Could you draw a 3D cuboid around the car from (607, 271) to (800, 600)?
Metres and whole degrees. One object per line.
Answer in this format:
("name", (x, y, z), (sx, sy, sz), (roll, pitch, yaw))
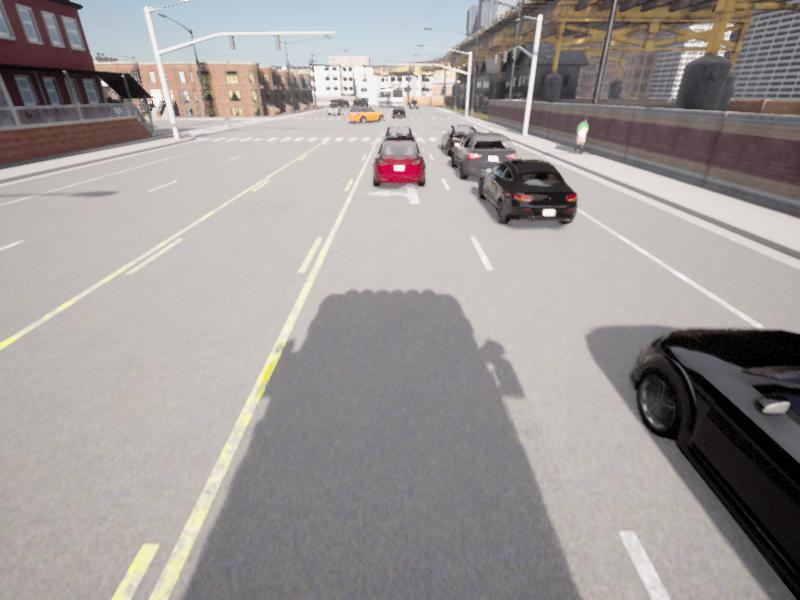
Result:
("car", (3.501, 1.264, 2.661), (1.994, 1.385, 4.181), (0, 27, 0))

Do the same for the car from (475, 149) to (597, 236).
("car", (3.477, -3.235, 11.331), (1.812, 1.442, 4.674), (0, 27, 0))

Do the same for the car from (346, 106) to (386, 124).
("car", (-3.961, -21.890, 47.252), (2.097, 1.767, 4.553), (21, 34, 35))

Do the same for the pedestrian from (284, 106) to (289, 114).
("pedestrian", (-18.831, -31.423, 66.204), (0.500, 1.100, 0.500), (10, 29, 19))

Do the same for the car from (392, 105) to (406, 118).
("car", (-0.155, -28.106, 59.616), (1.882, 1.535, 5.008), (0, 27, 0))

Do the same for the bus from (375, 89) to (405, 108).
("bus", (-2.682, -51.588, 102.322), (3.944, 4.253, 10.273), (-12, 29, -21))

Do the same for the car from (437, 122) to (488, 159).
("car", (3.446, -9.272, 23.001), (2.128, 1.511, 4.902), (0, 27, 0))

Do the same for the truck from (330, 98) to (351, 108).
("truck", (-15.480, -51.358, 104.257), (2.390, 2.098, 6.274), (-20, 33, -33))

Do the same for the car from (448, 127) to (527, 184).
("car", (3.465, -6.236, 16.921), (2.242, 1.667, 4.611), (0, 27, 0))

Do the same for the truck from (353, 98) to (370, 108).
("truck", (-9.928, -50.326, 102.240), (2.390, 2.098, 6.274), (-12, 29, -21))

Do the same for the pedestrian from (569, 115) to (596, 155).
("pedestrian", (9.588, -8.683, 21.075), (0.751, 1.860, 0.751), (-1, 27, -1))

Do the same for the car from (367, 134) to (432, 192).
("car", (-0.034, -5.537, 15.774), (2.163, 1.488, 4.792), (0, 27, 0))

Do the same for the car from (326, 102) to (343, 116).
("car", (-10.669, -31.100, 65.089), (1.932, 1.855, 4.605), (0, 27, 0))

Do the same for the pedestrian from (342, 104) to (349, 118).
("pedestrian", (-7.676, -26.566, 56.229), (0.751, 1.860, 0.751), (-6, 28, -12))

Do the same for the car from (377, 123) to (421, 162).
("car", (-0.052, -8.686, 21.868), (2.128, 1.511, 4.902), (0, 27, 0))

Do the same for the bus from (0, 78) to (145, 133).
("bus", (-30.166, -17.736, 36.533), (10.273, 4.253, 3.944), (0, 27, 0))

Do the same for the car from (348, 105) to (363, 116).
("car", (-7.168, -30.799, 65.028), (1.994, 1.385, 4.181), (0, 27, 0))
